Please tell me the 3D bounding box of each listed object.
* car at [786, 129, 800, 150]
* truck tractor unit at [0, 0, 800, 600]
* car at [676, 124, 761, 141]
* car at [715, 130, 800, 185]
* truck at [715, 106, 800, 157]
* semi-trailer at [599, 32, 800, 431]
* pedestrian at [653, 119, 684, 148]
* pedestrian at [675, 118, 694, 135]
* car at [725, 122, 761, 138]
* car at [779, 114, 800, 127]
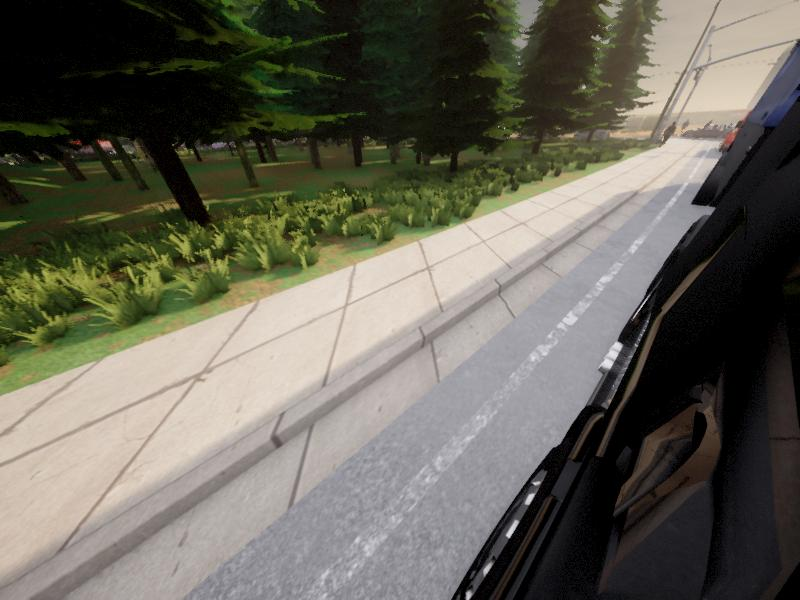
[{"bbox_3d":[30.958,-11.983,16.727,4.611,1.667,2.242,-29,44,-31],"label":"car"},{"bbox_3d":[2.645,-0.295,0.351,6.516,4.208,3.053,-28,44,-30],"label":"truck tractor unit"},{"bbox_3d":[36.243,-19.300,26.577,2.033,1.411,5.357,-11,37,-12],"label":"car"},{"bbox_3d":[16.006,-6.331,10.028,4.902,1.511,2.128,-28,44,-31],"label":"car"},{"bbox_3d":[24.386,-11.440,15.681,5.204,2.467,2.627,-29,44,-32],"label":"truck"},{"bbox_3d":[8.652,-3.613,4.306,14.254,4.402,2.717,-28,44,-31],"label":"semi-trailer"},{"bbox_3d":[21.855,-13.517,18.828,0.751,1.860,0.751,-23,41,-25],"label":"pedestrian"},{"bbox_3d":[39.819,-24.219,32.323,0.751,1.860,0.751,17,41,24],"label":"pedestrian"},{"bbox_3d":[41.801,-20.712,28.193,4.181,1.385,1.994,-28,44,-30],"label":"car"},{"bbox_3d":[77.292,-34.663,44.427,1.905,1.878,3.866,-3,34,9],"label":"car"}]
